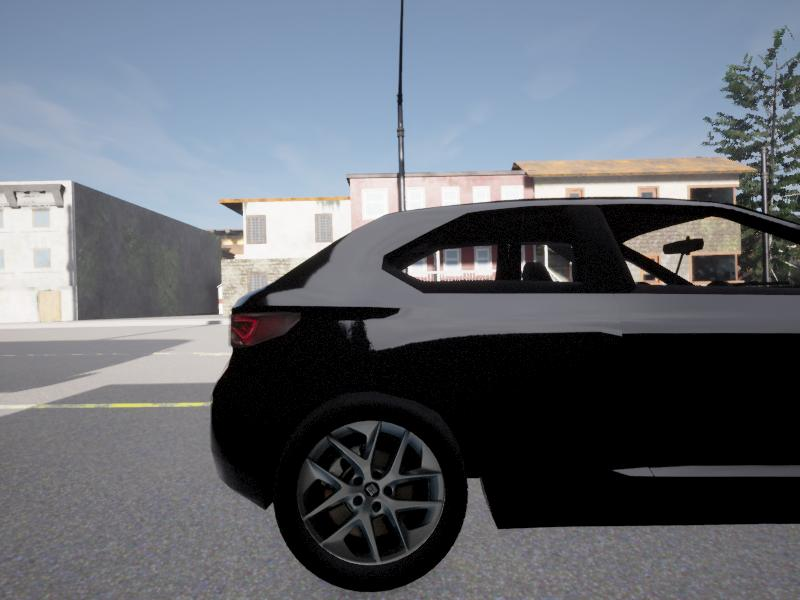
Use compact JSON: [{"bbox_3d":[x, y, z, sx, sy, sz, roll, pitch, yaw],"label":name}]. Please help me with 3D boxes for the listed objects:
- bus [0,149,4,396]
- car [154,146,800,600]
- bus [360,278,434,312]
[{"bbox_3d":[-9.263,-1.052,2.095,10.273,4.253,3.944,-1,0,-1],"label":"bus"},{"bbox_3d":[1.305,0.254,2.205,4.193,1.474,1.816,0,0,-1],"label":"car"},{"bbox_3d":[-0.602,-0.527,54.478,3.944,4.253,10.273,-2,0,-44],"label":"bus"}]
